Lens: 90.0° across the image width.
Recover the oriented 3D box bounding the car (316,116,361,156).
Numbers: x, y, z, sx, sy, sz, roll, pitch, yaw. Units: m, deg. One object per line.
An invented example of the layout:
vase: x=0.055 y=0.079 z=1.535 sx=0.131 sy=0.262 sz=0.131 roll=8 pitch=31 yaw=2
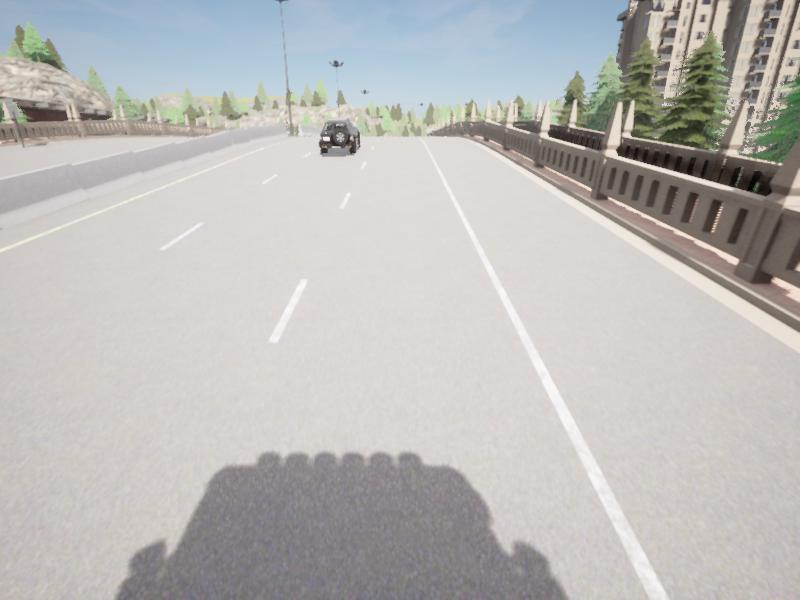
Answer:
car: x=-3.507 y=-9.805 z=23.701 sx=1.932 sy=1.855 sz=4.605 roll=0 pitch=27 yaw=0
